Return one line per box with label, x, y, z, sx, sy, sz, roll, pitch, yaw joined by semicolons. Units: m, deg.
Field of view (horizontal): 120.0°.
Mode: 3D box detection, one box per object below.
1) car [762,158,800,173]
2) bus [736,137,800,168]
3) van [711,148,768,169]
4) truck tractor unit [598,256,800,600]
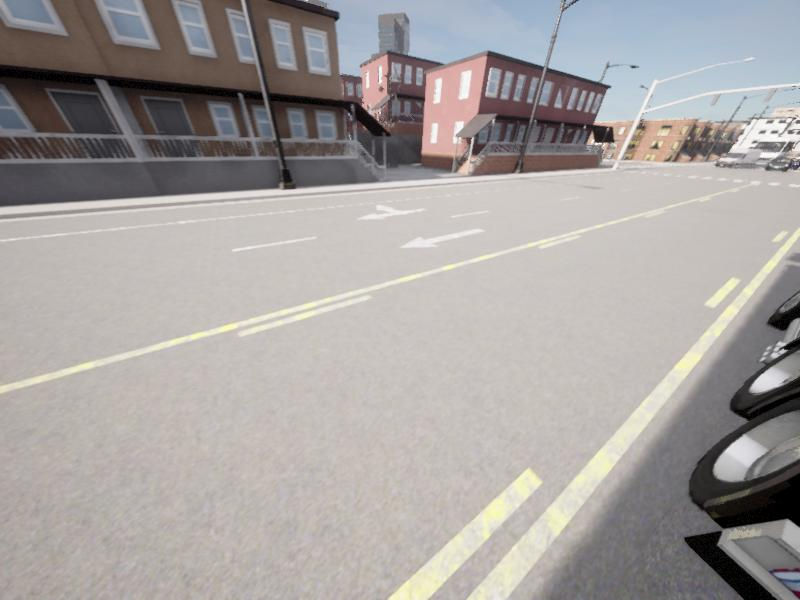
car;52.641;-18.697;31.958;3.988;1.617;1.851;-17;39;-25
bus;65.065;-25.909;40.584;10.273;4.253;3.944;-17;39;-25
van;52.272;-21.797;35.661;5.915;2.561;1.988;-8;36;-13
truck tractor unit;5.188;-0.191;0.818;6.516;4.208;3.053;-16;43;-26
